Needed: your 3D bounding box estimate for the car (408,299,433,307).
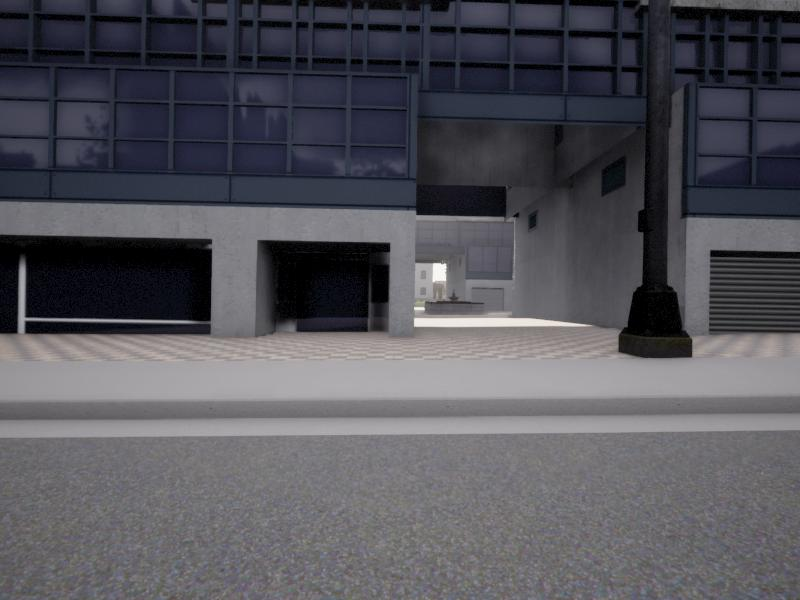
[{"bbox_3d":[3.796,0.568,74.559,4.514,1.525,2.007,1,0,4],"label":"car"}]
